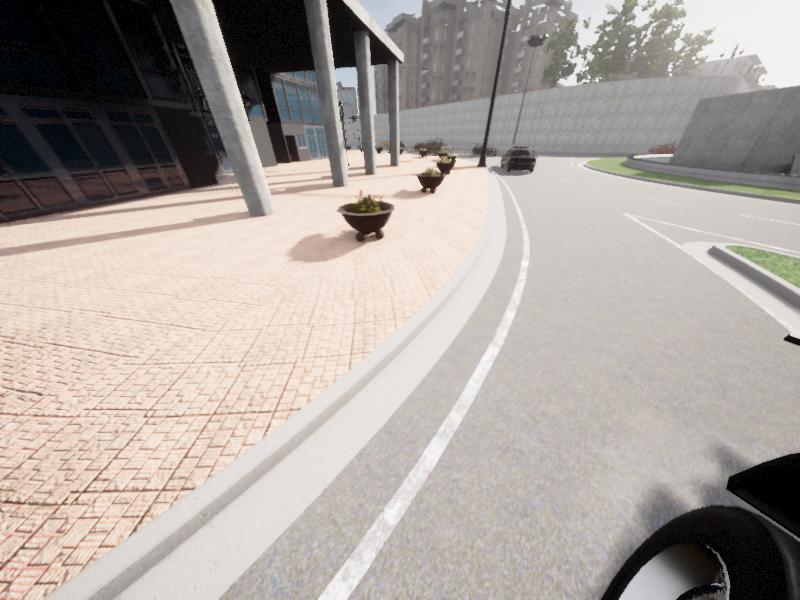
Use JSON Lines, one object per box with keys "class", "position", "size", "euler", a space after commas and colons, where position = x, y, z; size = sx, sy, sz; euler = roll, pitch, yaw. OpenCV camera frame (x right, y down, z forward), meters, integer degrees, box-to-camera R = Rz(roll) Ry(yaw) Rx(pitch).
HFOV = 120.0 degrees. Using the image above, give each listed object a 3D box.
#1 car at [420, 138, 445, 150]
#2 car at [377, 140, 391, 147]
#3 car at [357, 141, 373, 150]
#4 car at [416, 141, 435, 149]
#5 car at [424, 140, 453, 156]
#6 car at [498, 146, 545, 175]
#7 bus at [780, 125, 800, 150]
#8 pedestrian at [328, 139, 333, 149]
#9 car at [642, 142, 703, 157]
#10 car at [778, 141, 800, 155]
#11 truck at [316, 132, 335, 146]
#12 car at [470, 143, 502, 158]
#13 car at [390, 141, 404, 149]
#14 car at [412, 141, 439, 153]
{"class": "car", "position": [6.897, -33.648, 49.872], "size": [2.150, 2.045, 5.566], "euler": [-21, 40, -27]}
{"class": "car", "position": [-4.740, -47.085, 69.516], "size": [1.882, 1.535, 5.008], "euler": [-21, 40, -27]}
{"class": "car", "position": [-8.099, -35.406, 52.962], "size": [1.851, 1.617, 3.988], "euler": [-21, 40, -27]}
{"class": "car", "position": [6.101, -37.718, 56.140], "size": [1.837, 1.490, 4.892], "euler": [-21, 40, -27]}
{"class": "car", "position": [5.755, -23.171, 35.152], "size": [1.932, 1.855, 4.605], "euler": [-18, 39, -24]}
{"class": "car", "position": [9.347, -11.189, 18.302], "size": [1.930, 1.638, 5.238], "euler": [6, 35, 9]}
{"class": "bus", "position": [74.974, -29.995, 42.091], "size": [10.273, 4.253, 3.944], "euler": [-22, 40, -27]}
{"class": "pedestrian", "position": [-15.289, -34.228, 50.773], "size": [0.751, 1.860, 0.751], "euler": [-2, 35, -2]}
{"class": "car", "position": [35.078, -19.436, 29.883], "size": [4.514, 1.525, 2.007], "euler": [9, 36, 13]}
{"class": "car", "position": [55.643, -21.331, 32.405], "size": [5.008, 1.535, 1.882], "euler": [-21, 40, -26]}
{"class": "truck", "position": [-25.682, -55.153, 79.175], "size": [2.891, 3.827, 8.468], "euler": [-21, 40, -27]}
{"class": "car", "position": [11.760, -20.683, 31.864], "size": [1.845, 1.501, 3.633], "euler": [-15, 38, -20]}
{"class": "car", "position": [-0.770, -40.016, 59.444], "size": [1.851, 1.617, 3.988], "euler": [-21, 40, -27]}
{"class": "car", "position": [4.600, -28.105, 42.395], "size": [2.152, 1.651, 5.027], "euler": [-21, 40, -26]}
